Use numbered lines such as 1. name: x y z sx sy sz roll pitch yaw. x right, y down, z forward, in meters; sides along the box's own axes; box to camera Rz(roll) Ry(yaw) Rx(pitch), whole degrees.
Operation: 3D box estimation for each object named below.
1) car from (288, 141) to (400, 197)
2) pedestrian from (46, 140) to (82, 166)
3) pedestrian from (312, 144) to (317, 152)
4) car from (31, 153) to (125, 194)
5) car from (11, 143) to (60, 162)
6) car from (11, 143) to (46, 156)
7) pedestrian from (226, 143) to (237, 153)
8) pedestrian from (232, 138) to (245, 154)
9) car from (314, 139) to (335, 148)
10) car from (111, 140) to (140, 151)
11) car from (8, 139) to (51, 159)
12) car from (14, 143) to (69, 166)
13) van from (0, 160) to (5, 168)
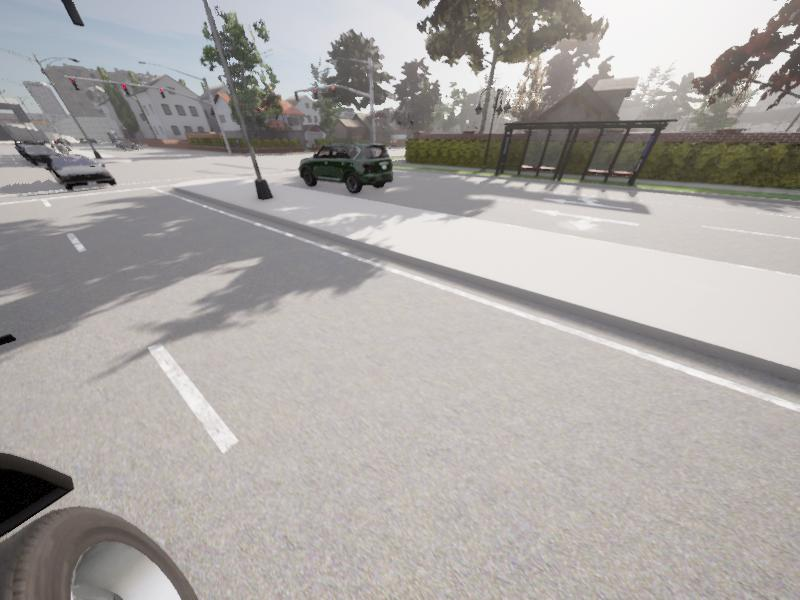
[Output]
1. car: -2.908 -6.969 11.997 5.566 2.045 2.150 22 41 28
2. pedestrian: -29.304 -12.819 20.198 0.751 1.860 0.751 4 35 5
3. pedestrian: -14.572 -25.972 39.388 0.500 1.100 0.500 23 41 29
4. car: -17.378 -6.968 12.442 5.357 1.411 2.033 22 41 28
5. car: -39.535 -16.034 25.046 4.792 1.488 2.163 22 41 28
6. car: -50.130 -20.276 31.137 4.718 1.301 1.895 22 41 28
7. pedestrian: -24.971 -22.507 34.199 0.751 1.300 0.751 27 43 32
8. pedestrian: -22.636 -21.509 32.328 0.751 1.860 0.751 -29 45 -35
9. car: -16.081 -33.433 49.333 3.806 1.475 1.970 22 41 28
10. car: -51.242 -28.953 43.153 5.027 1.651 2.152 22 41 28
11. car: -44.756 -18.329 27.903 3.866 1.878 1.905 22 41 28
12. car: -33.724 -13.756 21.722 5.238 1.638 1.930 22 40 27
13. van: -35.934 -12.335 19.341 4.480 2.038 2.069 22 41 28
